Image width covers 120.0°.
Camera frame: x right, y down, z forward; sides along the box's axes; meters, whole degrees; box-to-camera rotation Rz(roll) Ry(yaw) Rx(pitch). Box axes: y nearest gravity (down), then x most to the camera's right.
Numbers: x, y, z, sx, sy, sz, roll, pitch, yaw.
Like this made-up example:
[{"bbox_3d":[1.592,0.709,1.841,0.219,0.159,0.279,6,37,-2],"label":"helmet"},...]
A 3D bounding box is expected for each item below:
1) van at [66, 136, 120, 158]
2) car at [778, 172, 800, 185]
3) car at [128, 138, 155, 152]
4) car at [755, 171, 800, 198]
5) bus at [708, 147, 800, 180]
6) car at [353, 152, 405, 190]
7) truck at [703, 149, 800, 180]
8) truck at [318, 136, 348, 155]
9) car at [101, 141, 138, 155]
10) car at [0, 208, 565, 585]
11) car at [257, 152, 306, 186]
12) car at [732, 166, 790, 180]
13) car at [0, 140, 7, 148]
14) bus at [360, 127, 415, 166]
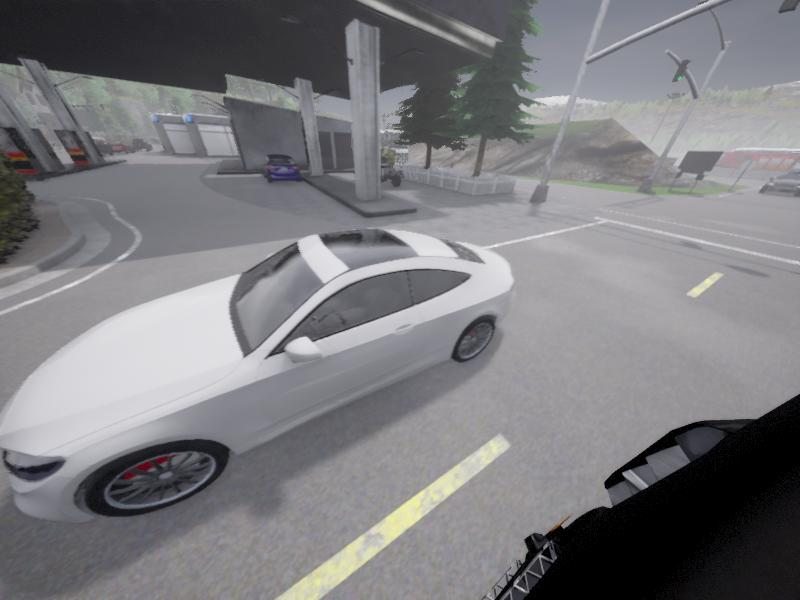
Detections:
[{"bbox_3d":[-36.593,-18.408,27.754,2.069,2.038,4.480,-16,38,-26],"label":"van"},{"bbox_3d":[53.249,-15.527,29.704,1.895,1.301,4.718,-16,38,-25],"label":"car"},{"bbox_3d":[-45.898,-27.609,41.126,1.905,1.878,3.866,-16,38,-26],"label":"car"},{"bbox_3d":[31.055,-9.292,18.396,4.974,1.542,2.038,-16,38,-26],"label":"car"},{"bbox_3d":[64.848,-24.635,41.426,3.944,4.253,10.273,-16,38,-25],"label":"bus"},{"bbox_3d":[-1.531,-8.952,15.895,1.905,1.878,3.866,-16,38,-26],"label":"car"},{"bbox_3d":[58.781,-22.833,38.728,2.891,3.827,8.468,-16,38,-25],"label":"truck"},{"bbox_3d":[-17.315,-39.947,59.675,8.468,3.827,2.891,30,42,35],"label":"truck"},{"bbox_3d":[-40.602,-22.177,33.627,2.007,1.525,4.514,-16,38,-26],"label":"car"},{"bbox_3d":[-0.633,0.054,2.638,4.674,1.442,1.812,-16,37,-26],"label":"car"},{"bbox_3d":[-8.608,-9.517,16.604,2.242,1.667,4.611,-16,38,-26],"label":"car"},{"bbox_3d":[62.361,-22.080,40.071,2.152,1.651,5.027,-16,38,-25],"label":"car"},{"bbox_3d":[-58.271,-21.502,31.251,4.514,1.523,2.007,-16,38,-26],"label":"car"},{"bbox_3d":[-2.228,-23.203,35.106,3.944,4.253,10.273,-16,37,-25],"label":"bus"}]
